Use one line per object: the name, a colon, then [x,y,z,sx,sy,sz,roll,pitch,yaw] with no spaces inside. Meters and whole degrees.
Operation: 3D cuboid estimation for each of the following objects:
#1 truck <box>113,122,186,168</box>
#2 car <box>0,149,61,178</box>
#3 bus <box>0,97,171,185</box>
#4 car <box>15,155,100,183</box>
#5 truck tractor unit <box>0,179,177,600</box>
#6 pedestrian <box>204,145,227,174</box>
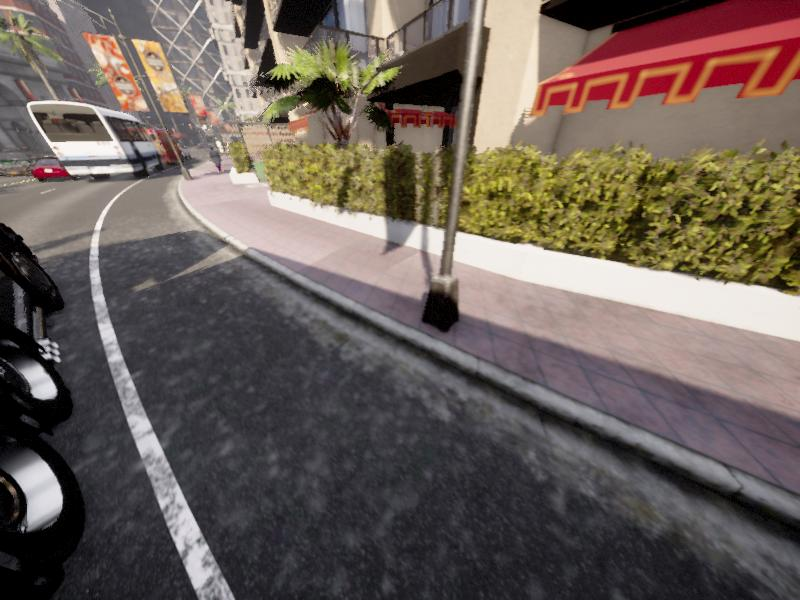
truck: [-28.361,-17.982,26.845,2.891,3.827,8.468,-18,38,-24]
car: [-31.193,-11.338,19.022,2.097,1.767,4.553,-22,40,-28]
bus: [-22.476,-12.155,18.004,3.944,4.253,10.273,-19,39,-25]
car: [-25.222,-9.902,17.289,1.994,1.385,4.181,-19,39,-25]
truck tractor unit: [-4.960,-0.428,0.969,6.516,4.208,3.053,24,42,30]
pedestrian: [-14.232,-10.869,17.899,0.751,1.860,0.751,-19,39,-25]
